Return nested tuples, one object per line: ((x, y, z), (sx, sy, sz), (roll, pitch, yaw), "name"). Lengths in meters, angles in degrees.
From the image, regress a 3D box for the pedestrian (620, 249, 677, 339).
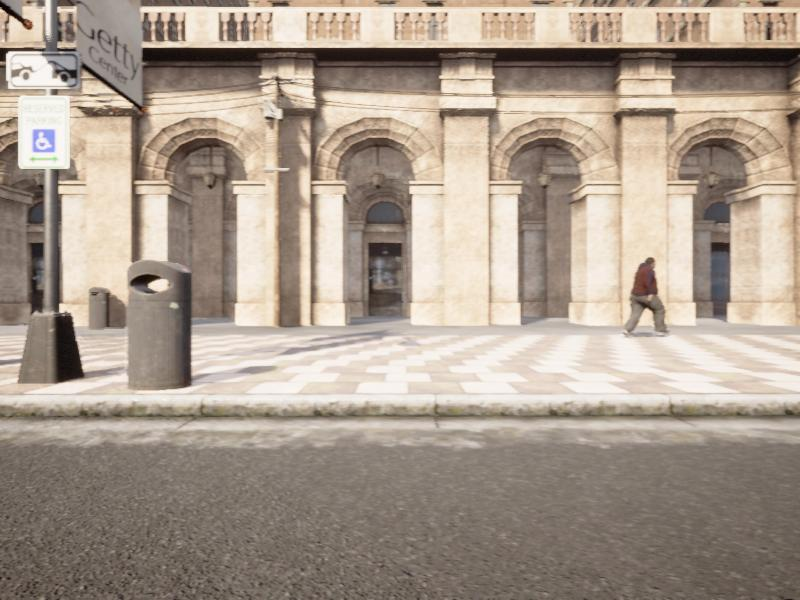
((5.385, -0.121, 8.718), (0.751, 1.860, 0.751), (0, 0, -4), "pedestrian")
